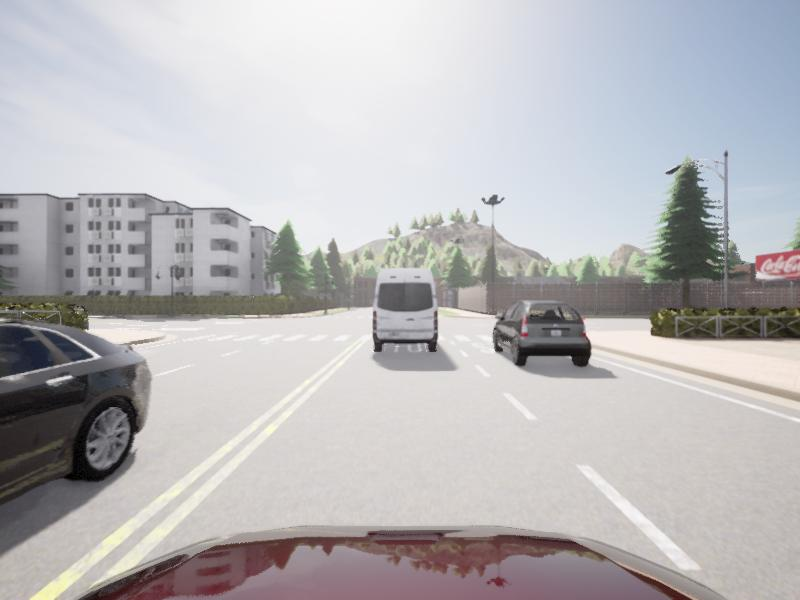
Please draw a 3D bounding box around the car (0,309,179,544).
[{"bbox_3d":[-3.532,0.847,2.220,1.837,1.490,4.892,0,0,1],"label":"car"}]

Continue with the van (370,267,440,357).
[{"bbox_3d":[0.208,0.343,14.338,1.988,2.561,5.915,0,0,1],"label":"van"}]

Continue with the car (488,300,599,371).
[{"bbox_3d":[3.706,0.803,11.140,1.851,1.617,3.988,0,0,3],"label":"car"}]
